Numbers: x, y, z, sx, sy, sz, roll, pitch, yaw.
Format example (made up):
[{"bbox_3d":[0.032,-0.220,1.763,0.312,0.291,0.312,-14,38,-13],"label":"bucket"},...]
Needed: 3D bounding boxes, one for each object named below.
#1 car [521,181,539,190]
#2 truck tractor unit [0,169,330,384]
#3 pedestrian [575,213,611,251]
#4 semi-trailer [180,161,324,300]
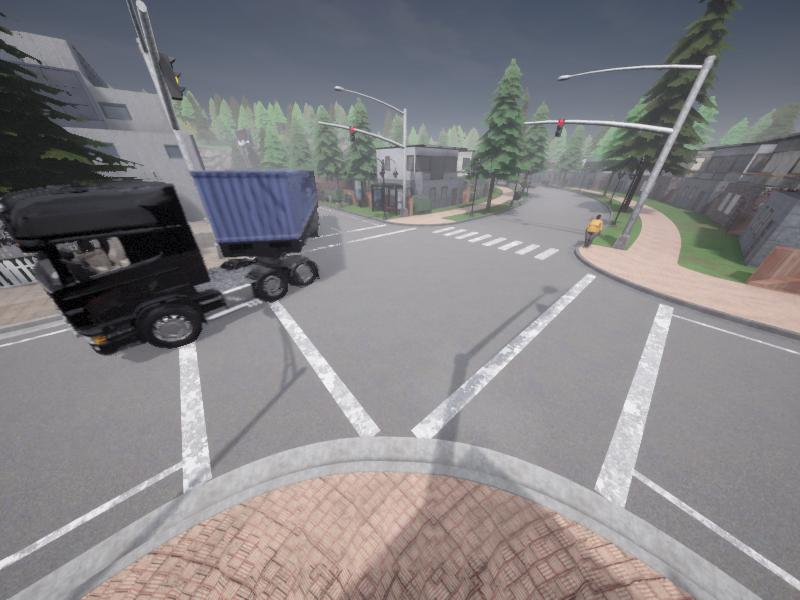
[{"bbox_3d":[28.399,-25.083,50.604,1.994,1.385,4.181,4,30,7],"label":"car"},{"bbox_3d":[-6.045,-1.705,7.316,3.053,4.208,6.516,17,34,26],"label":"truck tractor unit"},{"bbox_3d":[10.812,-3.848,12.980,0.751,1.860,0.751,-17,34,-27],"label":"pedestrian"},{"bbox_3d":[-6.517,-5.537,13.722,2.717,4.402,14.254,-7,31,-13],"label":"semi-trailer"}]
